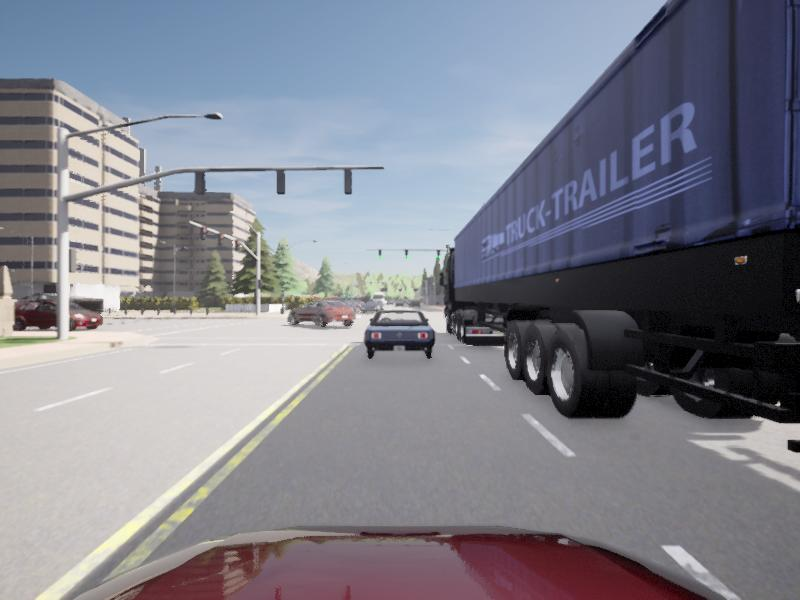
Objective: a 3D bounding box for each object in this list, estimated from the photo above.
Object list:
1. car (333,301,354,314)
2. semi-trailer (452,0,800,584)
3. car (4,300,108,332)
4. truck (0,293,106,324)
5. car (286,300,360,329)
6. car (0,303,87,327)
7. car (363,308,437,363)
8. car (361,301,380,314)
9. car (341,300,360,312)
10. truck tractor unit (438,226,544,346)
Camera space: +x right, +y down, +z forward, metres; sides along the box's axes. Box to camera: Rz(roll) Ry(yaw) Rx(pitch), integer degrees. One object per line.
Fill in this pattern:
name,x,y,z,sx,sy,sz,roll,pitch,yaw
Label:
car,-7.059,0.898,50.517,2.038,1.542,4.974,0,0,0
semi-trailer,3.497,-0.605,9.358,2.717,4.402,14.254,0,0,0
car,-18.198,0.819,21.298,3.988,1.617,1.851,0,0,2
truck,-25.273,0.584,29.207,6.274,2.098,2.390,0,0,9
car,-4.912,0.817,24.882,2.152,1.651,5.027,0,0,-44
car,-22.527,0.905,24.857,4.674,1.442,1.812,0,0,0
car,-0.014,0.962,12.588,1.895,1.301,4.718,0,0,0
car,-3.558,0.897,49.457,2.038,1.542,4.974,0,0,0
car,-7.066,0.860,57.474,2.033,1.649,4.856,0,0,0
truck tractor unit,3.491,-0.497,17.271,3.053,4.208,6.516,0,0,0
